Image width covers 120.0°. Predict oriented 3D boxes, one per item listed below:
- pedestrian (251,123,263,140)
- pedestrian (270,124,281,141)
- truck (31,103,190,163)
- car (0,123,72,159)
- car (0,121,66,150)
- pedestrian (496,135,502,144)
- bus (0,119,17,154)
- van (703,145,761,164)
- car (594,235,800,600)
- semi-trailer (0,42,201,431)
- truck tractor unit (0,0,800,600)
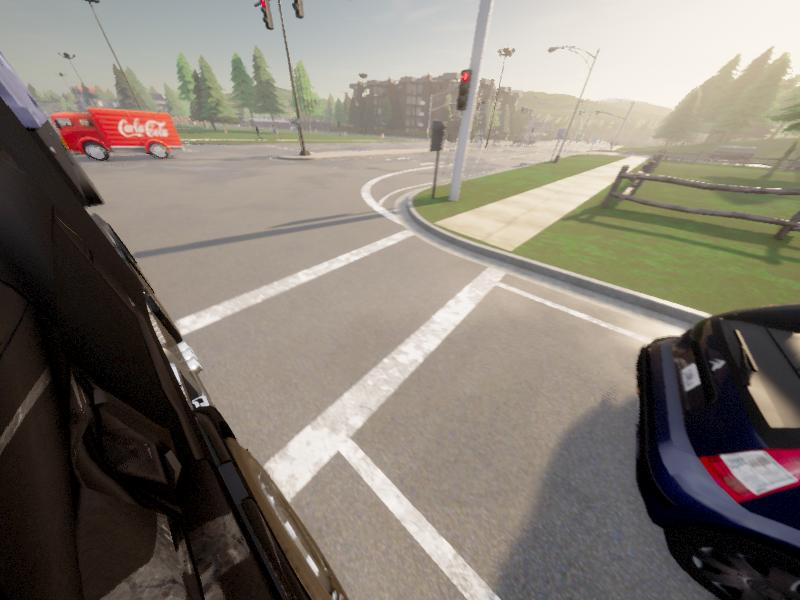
[{"bbox_3d":[-19.362,-22.831,31.363,0.751,1.860,0.751,-29,47,-35],"label":"pedestrian"},{"bbox_3d":[-17.574,-23.703,32.655,0.751,1.860,0.751,32,45,33],"label":"pedestrian"},{"bbox_3d":[-16.856,-9.966,13.969,2.627,2.467,5.204,29,43,30],"label":"truck"},{"bbox_3d":[-22.920,-8.810,12.750,1.801,1.575,5.366,29,44,30],"label":"car"},{"bbox_3d":[-27.666,-12.519,17.508,4.902,1.511,2.128,28,43,30],"label":"car"},{"bbox_3d":[26.615,-43.303,62.202,0.751,1.860,0.751,23,41,25],"label":"pedestrian"},{"bbox_3d":[-30.461,-12.509,15.000,10.273,4.253,3.944,29,44,29],"label":"bus"},{"bbox_3d":[49.658,-21.910,34.758,4.442,1.987,1.775,28,43,31],"label":"van"},{"bbox_3d":[3.524,1.344,0.740,3.988,1.617,1.851,28,43,30],"label":"car"},{"bbox_3d":[-8.692,-3.597,4.252,14.254,4.402,2.717,28,43,30],"label":"semi-trailer"},{"bbox_3d":[-2.645,-0.295,0.351,6.516,4.208,3.053,28,44,30],"label":"truck tractor unit"}]
